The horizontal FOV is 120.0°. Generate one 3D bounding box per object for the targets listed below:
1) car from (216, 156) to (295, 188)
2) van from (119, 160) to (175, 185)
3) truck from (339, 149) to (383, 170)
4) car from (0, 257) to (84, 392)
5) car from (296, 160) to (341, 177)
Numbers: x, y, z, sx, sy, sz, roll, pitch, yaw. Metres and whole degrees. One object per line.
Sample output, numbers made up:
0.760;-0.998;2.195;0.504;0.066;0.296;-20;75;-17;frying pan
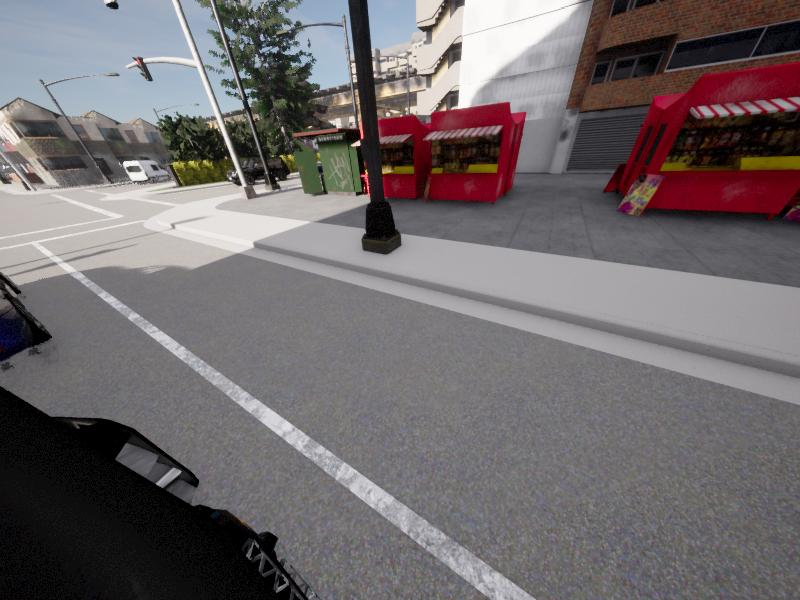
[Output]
-13.019;-11.960;21.370;2.150;2.045;5.566;15;38;27;car
-34.483;-17.706;31.857;1.988;2.561;5.915;-11;34;-11;van
-5.277;-19.614;32.247;2.390;2.098;6.274;15;38;27;truck
-7.021;0.089;3.054;4.792;1.488;2.163;15;38;26;car
-9.320;-15.286;26.770;1.895;1.301;4.718;15;38;27;car
